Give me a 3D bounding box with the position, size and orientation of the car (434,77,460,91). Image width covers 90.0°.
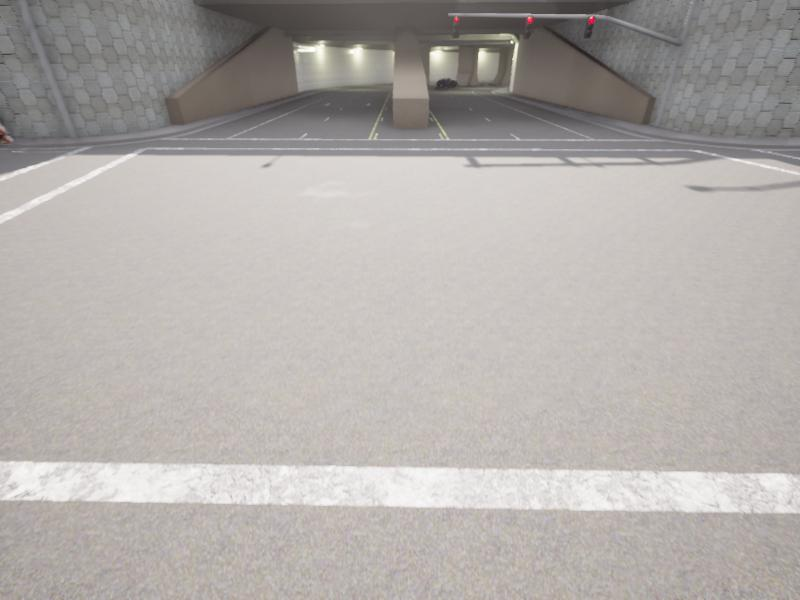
[{"bbox_3d":[7.231,-33.072,61.192,2.152,1.651,5.027,14,33,22],"label":"car"}]
